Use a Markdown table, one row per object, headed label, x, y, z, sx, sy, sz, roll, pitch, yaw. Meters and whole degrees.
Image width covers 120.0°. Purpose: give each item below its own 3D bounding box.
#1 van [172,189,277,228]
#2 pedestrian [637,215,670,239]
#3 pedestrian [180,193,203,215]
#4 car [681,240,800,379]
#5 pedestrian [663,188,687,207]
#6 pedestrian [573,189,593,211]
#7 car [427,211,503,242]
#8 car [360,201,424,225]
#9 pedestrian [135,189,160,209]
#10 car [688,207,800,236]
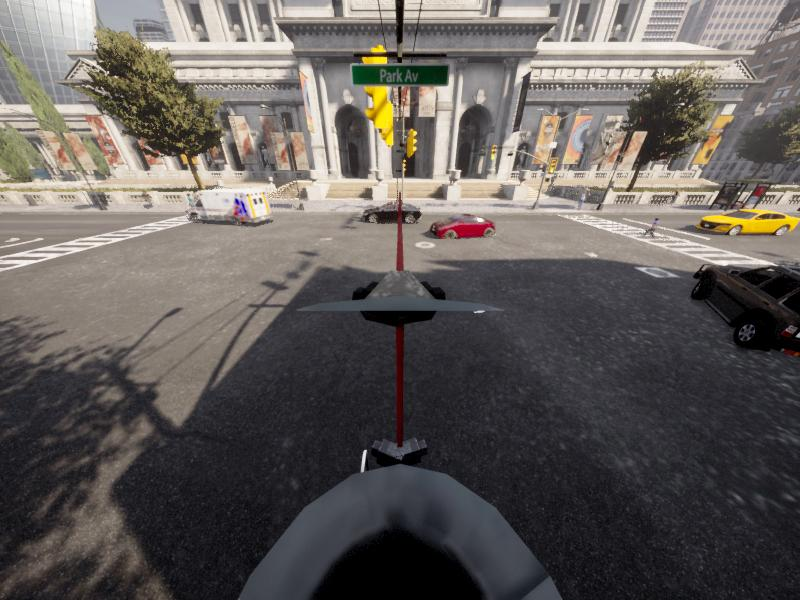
| label | x | y | z | sx | sy | sz | roll | pitch | yaw |
| --- | --- | --- | --- | --- | --- | --- | --- | --- | --- |
| van | -13.692 | -7.378 | 18.358 | 6.366 | 2.431 | 2.351 | 5 | 30 | 9 |
| pedestrian | 16.168 | -4.668 | 14.741 | 0.751 | 1.300 | 0.751 | -11 | 32 | -18 |
| pedestrian | -19.805 | -9.167 | 21.973 | 0.751 | 1.860 | 0.751 | 0 | 30 | 0 |
| car | 10.176 | 0.022 | 6.088 | 1.932 | 1.855 | 4.605 | 17 | 34 | 27 |
| pedestrian | 29.881 | -11.158 | 25.118 | 0.751 | 1.860 | 0.751 | 4 | 30 | 7 |
| pedestrian | 18.233 | -9.986 | 23.088 | 0.751 | 1.860 | 0.751 | -14 | 33 | -22 |
| car | 4.101 | -4.890 | 15.107 | 4.181 | 1.385 | 1.994 | -6 | 30 | -10 |
| car | -0.628 | -7.155 | 18.890 | 4.902 | 1.511 | 2.128 | 0 | 30 | 0 |
| pedestrian | -25.894 | -10.352 | 23.722 | 0.751 | 1.860 | 0.751 | 3 | 30 | 6 |
| car | 23.578 | -5.342 | 15.721 | 5.008 | 1.535 | 1.882 | 0 | 30 | 0 |
